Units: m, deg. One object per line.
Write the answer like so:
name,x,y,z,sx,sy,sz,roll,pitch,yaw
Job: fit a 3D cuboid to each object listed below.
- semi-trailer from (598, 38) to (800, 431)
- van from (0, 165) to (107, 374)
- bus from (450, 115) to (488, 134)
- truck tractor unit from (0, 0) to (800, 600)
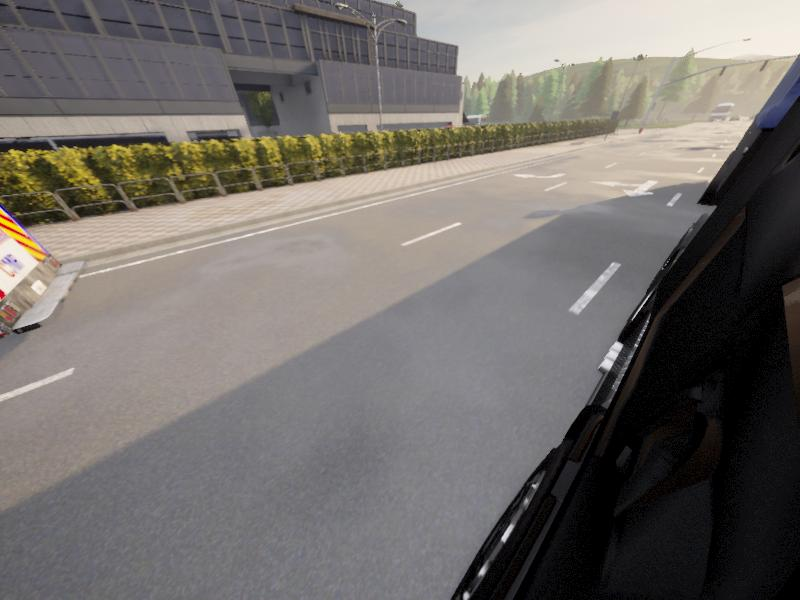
semi-trailer,8.704,-3.595,4.230,14.254,4.402,2.717,-28,43,-30
van,-7.569,0.432,1.550,6.366,2.431,2.351,-28,44,-30
bus,20.559,-52.708,69.539,3.944,4.253,10.273,-28,43,-30
truck tractor unit,2.645,-0.295,0.352,6.516,4.208,3.053,-28,44,-30
